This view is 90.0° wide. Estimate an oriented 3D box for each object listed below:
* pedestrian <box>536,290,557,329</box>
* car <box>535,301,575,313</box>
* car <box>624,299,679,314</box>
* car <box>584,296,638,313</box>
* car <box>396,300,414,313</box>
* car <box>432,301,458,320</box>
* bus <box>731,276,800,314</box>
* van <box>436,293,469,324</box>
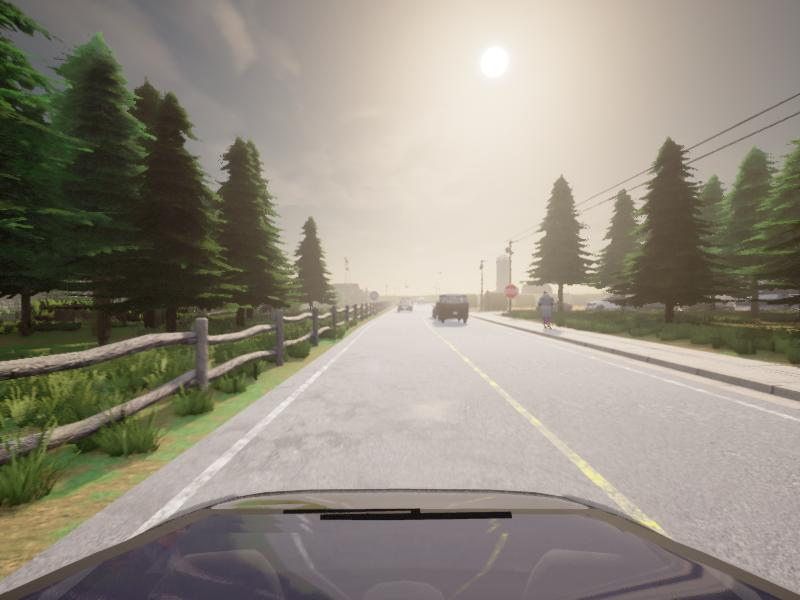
[{"bbox_3d":[7.127,0.458,19.491,0.751,1.860,0.751,0,0,-1],"label":"pedestrian"},{"bbox_3d":[18.892,0.878,48.893,4.181,1.385,1.994,0,0,-2],"label":"car"},{"bbox_3d":[28.600,0.755,45.609,5.027,1.651,2.152,0,0,-1],"label":"car"},{"bbox_3d":[25.782,0.539,49.031,5.566,2.045,2.150,0,0,-1],"label":"car"},{"bbox_3d":[0.631,0.775,49.532,2.128,1.511,4.902,0,0,2],"label":"car"},{"bbox_3d":[3.748,0.797,34.044,1.837,1.490,4.892,0,0,3],"label":"car"},{"bbox_3d":[44.829,-0.560,46.057,10.273,4.253,3.944,0,0,-1],"label":"bus"},{"bbox_3d":[3.588,0.558,27.819,1.775,1.987,4.442,0,0,1],"label":"van"}]
